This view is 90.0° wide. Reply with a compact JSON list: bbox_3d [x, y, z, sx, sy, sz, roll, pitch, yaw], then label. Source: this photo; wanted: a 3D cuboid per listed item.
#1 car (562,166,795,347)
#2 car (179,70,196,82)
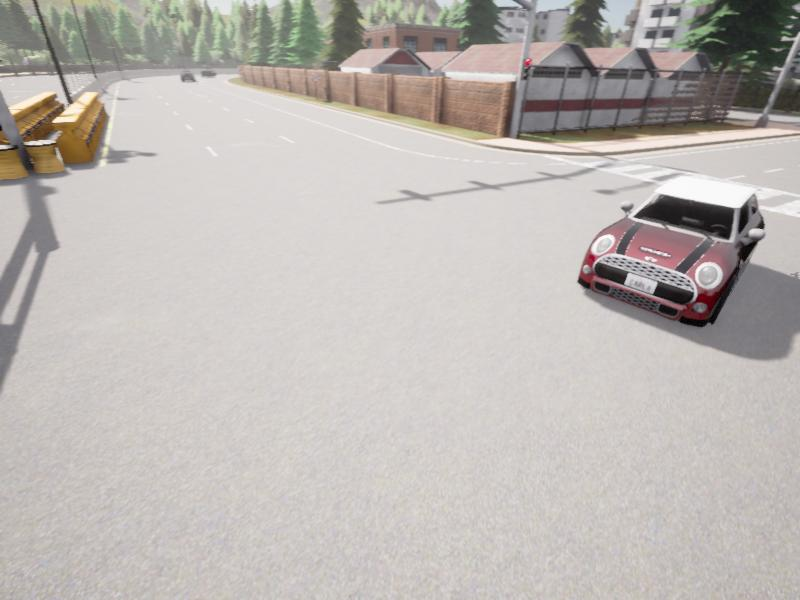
[{"bbox_3d":[4.666,-1.040,6.612,3.806,1.475,1.970,-25,40,-38],"label":"car"},{"bbox_3d":[-34.764,-36.698,65.529,2.038,1.542,4.974,-10,32,-19],"label":"car"}]
